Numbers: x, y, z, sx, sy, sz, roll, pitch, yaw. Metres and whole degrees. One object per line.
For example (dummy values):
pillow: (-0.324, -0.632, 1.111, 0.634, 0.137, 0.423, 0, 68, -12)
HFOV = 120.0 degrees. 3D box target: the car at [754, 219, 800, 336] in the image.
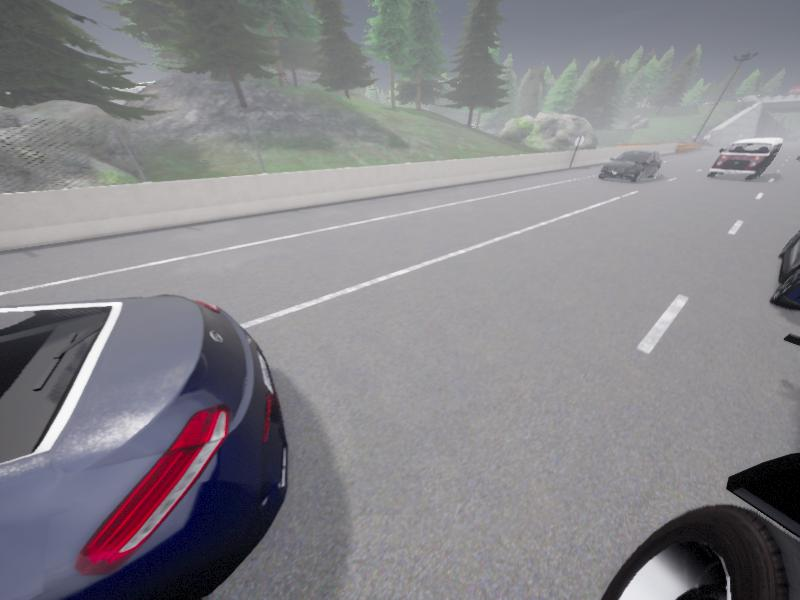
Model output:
car: (7.811, -0.708, 3.400, 4.856, 1.649, 2.033, -22, 41, -28)

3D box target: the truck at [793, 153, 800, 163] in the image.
truck: (40.052, -14.264, 21.471, 5.204, 2.467, 2.627, -22, 41, -28)

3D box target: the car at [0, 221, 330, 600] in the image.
car: (-3.167, 1.314, 0.668, 5.027, 1.651, 2.152, -22, 41, -28)

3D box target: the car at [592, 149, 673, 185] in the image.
car: (14.029, -8.116, 13.917, 4.892, 1.490, 1.837, -22, 41, -27)

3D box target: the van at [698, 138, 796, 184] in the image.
van: (20.686, -8.435, 13.819, 4.480, 2.038, 2.069, -20, 40, -25)
